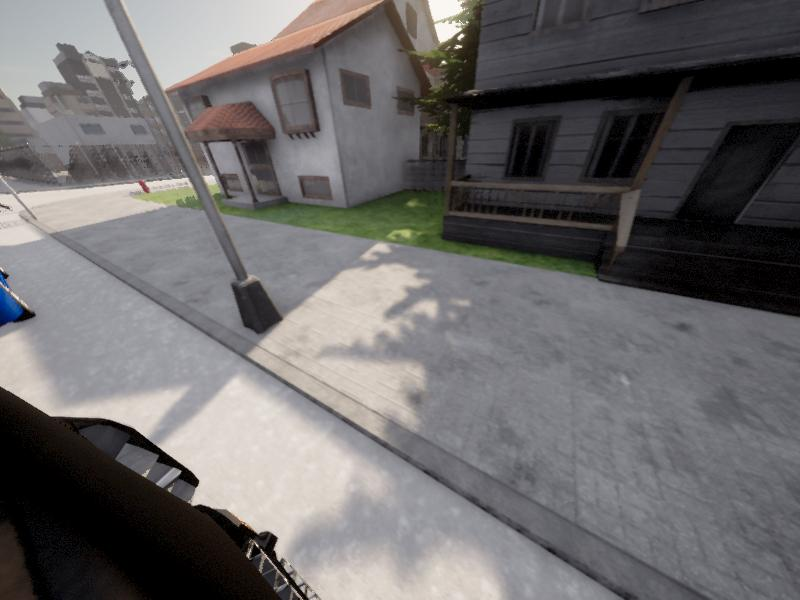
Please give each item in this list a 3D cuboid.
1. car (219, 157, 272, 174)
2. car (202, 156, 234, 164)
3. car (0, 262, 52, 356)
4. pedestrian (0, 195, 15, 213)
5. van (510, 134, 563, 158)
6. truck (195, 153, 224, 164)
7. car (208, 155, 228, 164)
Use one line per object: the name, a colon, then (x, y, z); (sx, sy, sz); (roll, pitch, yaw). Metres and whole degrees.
car: (-18.927, -16.658, 28.548); (2.163, 1.488, 4.792); (16, 38, 26)
car: (-42.589, -32.921, 54.229); (2.033, 1.415, 5.357); (16, 38, 26)
car: (-7.776, -0.281, 3.380); (5.008, 1.535, 1.882); (16, 38, 26)
pedestrian: (-20.253, -5.211, 11.186); (0.751, 1.860, 0.751); (14, 37, 23)
van: (19.338, -21.918, 33.005); (5.915, 2.561, 1.988); (16, 38, 26)
truck: (-45.945, -34.264, 55.885); (2.069, 2.038, 4.478); (16, 38, 26)
car: (-42.475, -32.843, 53.977); (3.705, 1.547, 1.789); (16, 38, 26)
